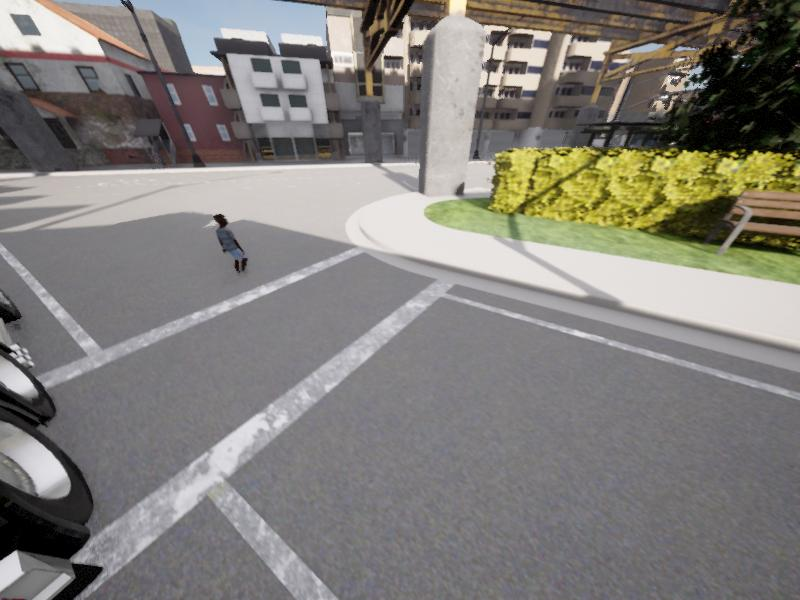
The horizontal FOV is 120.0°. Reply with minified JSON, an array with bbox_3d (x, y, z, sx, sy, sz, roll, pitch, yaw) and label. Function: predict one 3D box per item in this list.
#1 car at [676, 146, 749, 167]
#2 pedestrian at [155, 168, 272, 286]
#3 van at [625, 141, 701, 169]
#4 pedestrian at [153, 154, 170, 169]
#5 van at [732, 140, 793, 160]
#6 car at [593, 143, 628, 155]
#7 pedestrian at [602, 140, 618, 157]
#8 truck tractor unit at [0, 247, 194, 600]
[{"bbox_3d":[31.138,-14.408,23.086,5.366,1.575,1.801,-9,36,-12],"label":"car"},{"bbox_3d":[-3.211,-1.291,4.212,0.751,1.860,0.751,10,36,15],"label":"pedestrian"},{"bbox_3d":[24.274,-13.516,21.453,4.480,2.038,2.069,-9,36,-12],"label":"van"},{"bbox_3d":[-21.439,-12.447,20.794,0.500,1.100,0.500,-11,36,-14],"label":"pedestrian"},{"bbox_3d":[45.565,-18.944,29.094,4.480,2.038,2.069,-9,36,-12],"label":"van"},{"bbox_3d":[34.825,-25.104,38.421,2.038,1.542,4.974,5,35,8],"label":"car"},{"bbox_3d":[28.803,-20.793,31.732,0.751,1.860,0.751,-7,35,-10],"label":"pedestrian"},{"bbox_3d":[-5.082,-0.328,0.819,6.516,4.208,3.053,20,39,25],"label":"truck tractor unit"}]
